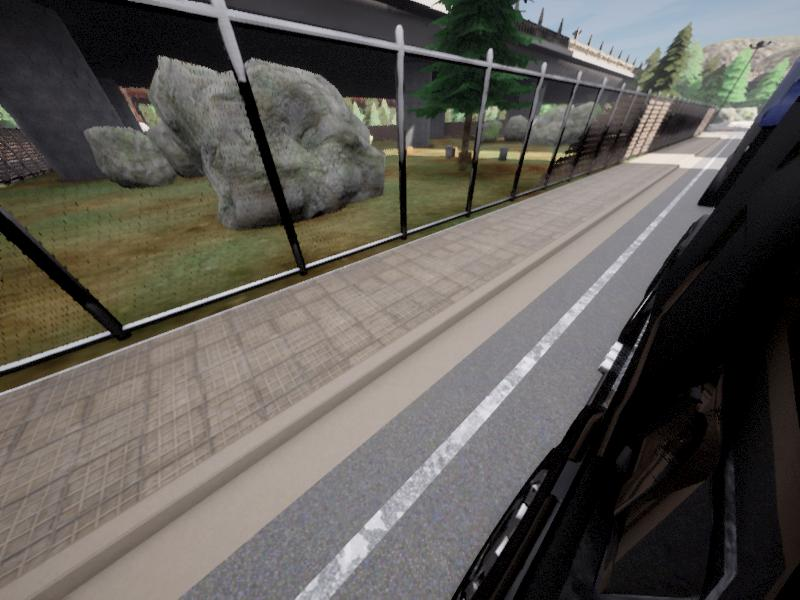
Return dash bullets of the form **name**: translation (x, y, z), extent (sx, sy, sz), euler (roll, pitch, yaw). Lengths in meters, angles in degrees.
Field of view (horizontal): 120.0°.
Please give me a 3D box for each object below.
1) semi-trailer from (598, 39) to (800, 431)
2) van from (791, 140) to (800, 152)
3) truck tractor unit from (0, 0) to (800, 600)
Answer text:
- **semi-trailer**: translation (8.722, -3.560, 4.247), extent (14.254, 4.402, 2.717), euler (-28, 43, -30)
- **van**: translation (29.899, -11.387, 15.712), extent (4.480, 2.038, 2.069), euler (-19, 40, -22)
- **truck tractor unit**: translation (2.645, -0.295, 0.351), extent (6.516, 4.208, 3.053), euler (-28, 44, -30)
